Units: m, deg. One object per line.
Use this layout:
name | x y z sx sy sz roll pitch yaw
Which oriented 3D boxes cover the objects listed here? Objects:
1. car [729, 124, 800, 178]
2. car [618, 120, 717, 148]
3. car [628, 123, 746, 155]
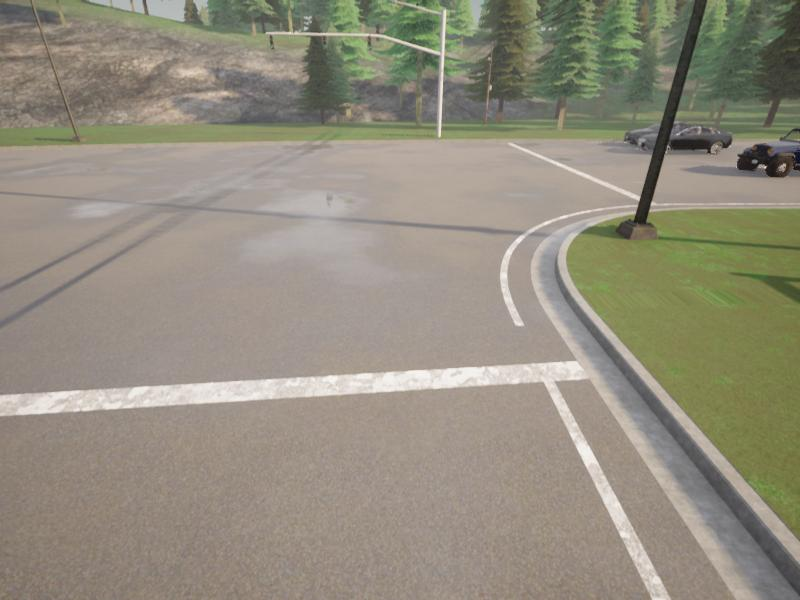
car | 16.643 -6.203 16.625 3.866 1.878 1.905 0 27 0
car | 17.269 -10.823 26.054 4.892 1.490 1.837 0 27 0
car | 16.259 -9.229 22.931 4.902 1.511 2.128 0 27 0
